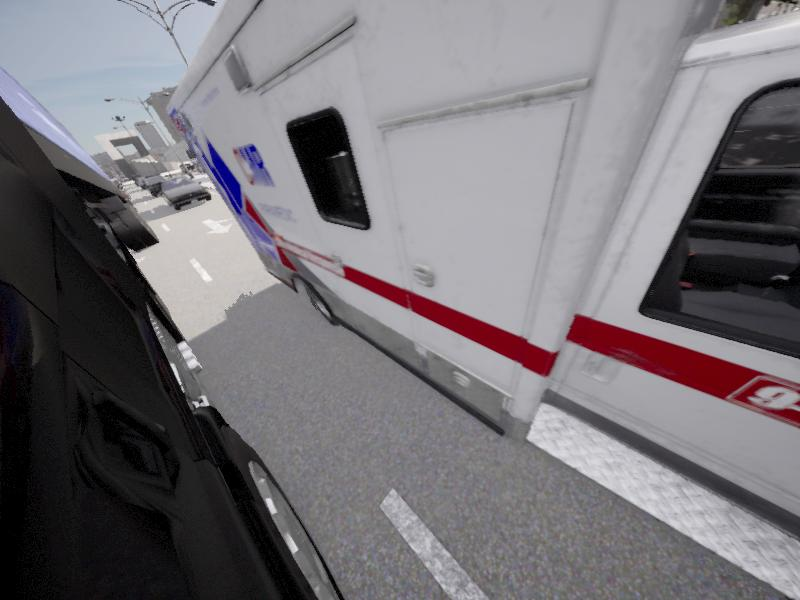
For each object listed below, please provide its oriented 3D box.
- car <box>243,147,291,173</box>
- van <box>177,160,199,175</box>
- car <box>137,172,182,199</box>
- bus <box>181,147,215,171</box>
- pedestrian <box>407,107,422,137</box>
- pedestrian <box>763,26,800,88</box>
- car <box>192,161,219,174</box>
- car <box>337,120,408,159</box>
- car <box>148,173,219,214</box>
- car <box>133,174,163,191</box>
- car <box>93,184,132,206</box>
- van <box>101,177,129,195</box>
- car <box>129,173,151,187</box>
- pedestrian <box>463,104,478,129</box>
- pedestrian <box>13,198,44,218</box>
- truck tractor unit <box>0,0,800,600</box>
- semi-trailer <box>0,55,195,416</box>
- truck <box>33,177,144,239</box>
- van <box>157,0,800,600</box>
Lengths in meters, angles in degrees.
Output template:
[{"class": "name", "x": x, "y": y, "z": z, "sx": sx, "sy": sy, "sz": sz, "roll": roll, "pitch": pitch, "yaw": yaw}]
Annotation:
[{"class": "car", "x": -12.515, "y": -13.091, "z": 21.658, "sx": 4.514, "sy": 1.525, "sz": 2.007, "roll": 24, "pitch": 51, "yaw": 37}, {"class": "van", "x": -43.528, "y": -27.168, "z": 47.452, "sx": 4.480, "sy": 2.038, "sz": 2.069, "roll": 25, "pitch": 52, "yaw": 38}, {"class": "car", "x": -22.139, "y": -10.602, "z": 21.229, "sx": 5.238, "sy": 1.638, "sz": 1.930, "roll": 24, "pitch": 51, "yaw": 37}, {"class": "bus", "x": -52.884, "y": -37.296, "z": 60.845, "sx": 3.944, "sy": 4.253, "sz": 10.273, "roll": -27, "pitch": 41, "yaw": -17}, {"class": "pedestrian", "x": 1.243, "y": -15.285, "z": 19.902, "sx": 0.751, "sy": 1.860, "sz": 0.751, "roll": 14, "pitch": 46, "yaw": 30}, {"class": "pedestrian", "x": 14.737, "y": -9.148, "z": 8.482, "sx": 0.751, "sy": 1.860, "sz": 0.751, "roll": -36, "pitch": 44, "yaw": -26}, {"class": "car", "x": -32.197, "y": -21.854, "z": 38.189, "sx": 5.357, "sy": 1.411, "sz": 2.033, "roll": 24, "pitch": 51, "yaw": 37}, {"class": "car", "x": -2.055, "y": -11.397, "z": 16.588, "sx": 4.974, "sy": 1.542, "sz": 2.038, "roll": 24, "pitch": 51, "yaw": 37}, {"class": "car", "x": -12.852, "y": -6.396, "z": 13.590, "sx": 5.357, "sy": 1.411, "sz": 2.033, "roll": 24, "pitch": 51, "yaw": 38}, {"class": "car", "x": -35.153, "y": -16.373, "z": 32.188, "sx": 4.792, "sy": 1.488, "sz": 2.163, "roll": 24, "pitch": 51, "yaw": 37}, {"class": "car", "x": -30.156, "y": -11.108, "z": 24.353, "sx": 4.181, "sy": 1.385, "sz": 1.994, "roll": 24, "pitch": 51, "yaw": 37}, {"class": "van", "x": -48.356, "y": -19.438, "z": 39.277, "sx": 4.480, "sy": 2.038, "sz": 2.069, "roll": 24, "pitch": 51, "yaw": 37}, {"class": "car", "x": -48.646, "y": -22.495, "z": 43.257, "sx": 3.866, "sy": 1.878, "sz": 1.905, "roll": 23, "pitch": 51, "yaw": 37}, {"class": "pedestrian", "x": 5.200, "y": -13.454, "z": 16.966, "sx": 0.751, "sy": 1.300, "sz": 0.751, "roll": 23, "pitch": 51, "yaw": 37}, {"class": "pedestrian", "x": -42.125, "y": -10.436, "z": 26.233, "sx": 0.751, "sy": 1.860, "sz": 0.751, "roll": -37, "pitch": 44, "yaw": -28}, {"class": "truck tractor unit", "x": -2.645, "y": -0.295, "z": 0.351, "sx": 6.516, "sy": 4.208, "sz": 3.053, "roll": 27, "pitch": 43, "yaw": 30}, {"class": "semi-trailer", "x": -8.690, "y": -2.728, "z": 5.173, "sx": 14.254, "sy": 4.402, "sz": 2.717, "roll": 20, "pitch": 49, "yaw": 40}, {"class": "truck", "x": -16.905, "y": -5.429, "z": 12.978, "sx": 6.274, "sy": 2.098, "sz": 2.390, "roll": 24, "pitch": 51, "yaw": 37}, {"class": "van", "x": 0.563, "y": -0.753, "z": 1.968, "sx": 6.366, "sy": 2.431, "sz": 2.351, "roll": 25, "pitch": 52, "yaw": 38}]
